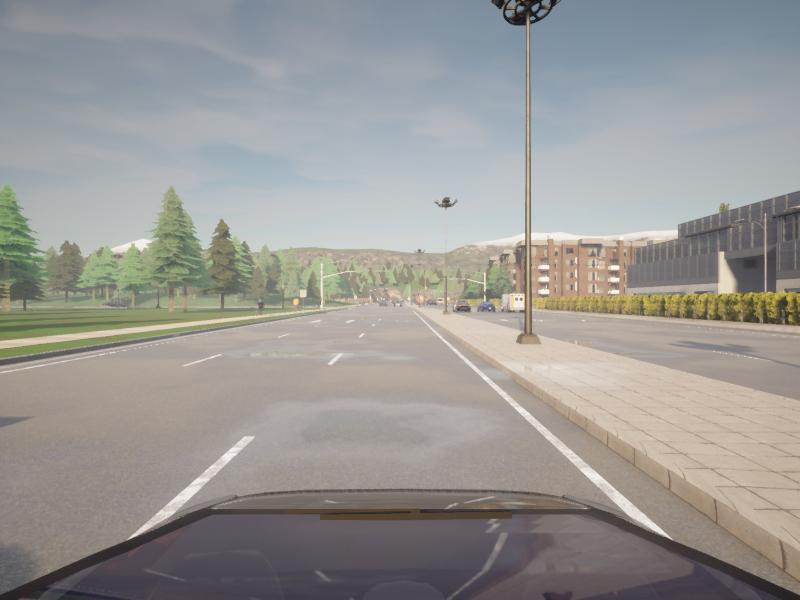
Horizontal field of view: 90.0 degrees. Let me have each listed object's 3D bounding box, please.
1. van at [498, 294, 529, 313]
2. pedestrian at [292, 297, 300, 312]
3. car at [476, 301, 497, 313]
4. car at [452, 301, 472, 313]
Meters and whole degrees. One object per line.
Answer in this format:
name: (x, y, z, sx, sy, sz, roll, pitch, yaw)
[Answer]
van: (15.255, 0.426, 54.148, 2.351, 2.431, 6.366, 0, 0, 0)
pedestrian: (-12.262, 0.527, 47.261, 0.751, 1.860, 0.751, 0, 0, 2)
car: (11.755, 0.918, 54.568, 1.812, 1.442, 4.674, 0, 0, 0)
car: (8.250, 0.874, 53.841, 2.038, 1.542, 4.974, 0, 0, 1)
